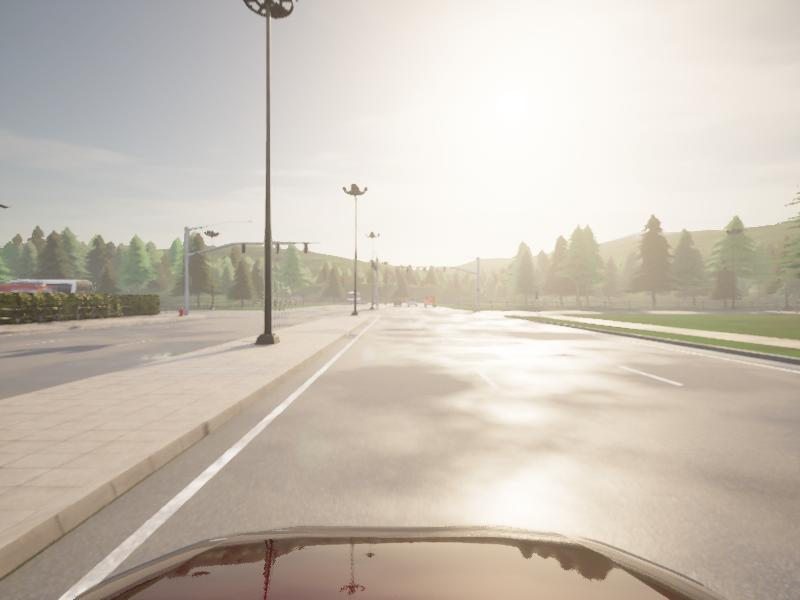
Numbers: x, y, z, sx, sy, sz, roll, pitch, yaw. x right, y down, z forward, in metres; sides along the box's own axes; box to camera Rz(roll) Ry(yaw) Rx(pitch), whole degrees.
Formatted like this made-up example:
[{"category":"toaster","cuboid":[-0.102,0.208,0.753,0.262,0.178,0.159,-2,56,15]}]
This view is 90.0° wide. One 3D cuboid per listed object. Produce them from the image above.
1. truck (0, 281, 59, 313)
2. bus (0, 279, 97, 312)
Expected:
[{"category":"truck","cuboid":[-47.756,-0.338,49.697,8.468,3.827,2.891,0,0,1]},{"category":"bus","cuboid":[-46.863,-0.557,53.063,10.273,4.253,3.944,0,0,1]}]
